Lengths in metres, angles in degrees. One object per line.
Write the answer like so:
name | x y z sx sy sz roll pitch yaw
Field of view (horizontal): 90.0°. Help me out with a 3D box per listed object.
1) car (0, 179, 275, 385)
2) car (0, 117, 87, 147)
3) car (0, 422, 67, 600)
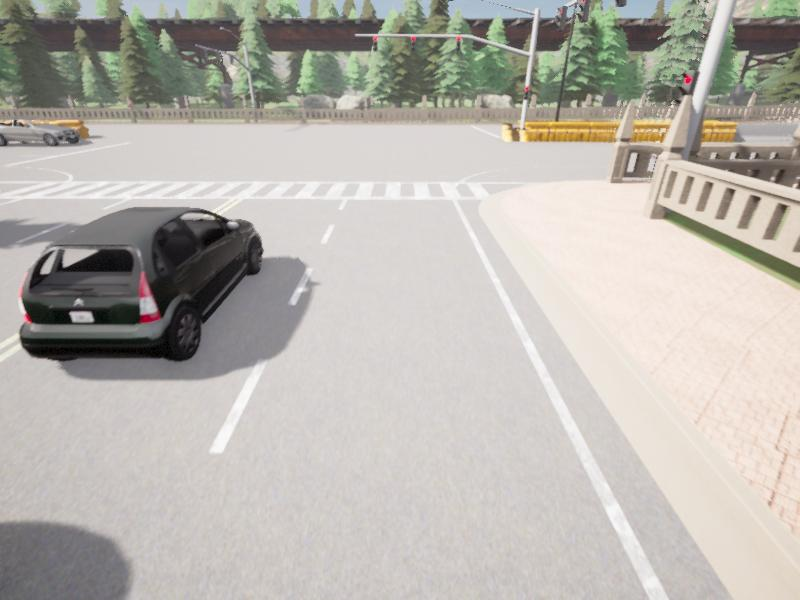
car | -3.500 -0.637 6.095 1.851 1.617 3.988 0 27 0
car | -24.032 -11.011 26.193 5.027 1.651 2.152 0 27 0
car | -3.500 1.961 1.138 1.845 1.501 3.633 0 27 0
